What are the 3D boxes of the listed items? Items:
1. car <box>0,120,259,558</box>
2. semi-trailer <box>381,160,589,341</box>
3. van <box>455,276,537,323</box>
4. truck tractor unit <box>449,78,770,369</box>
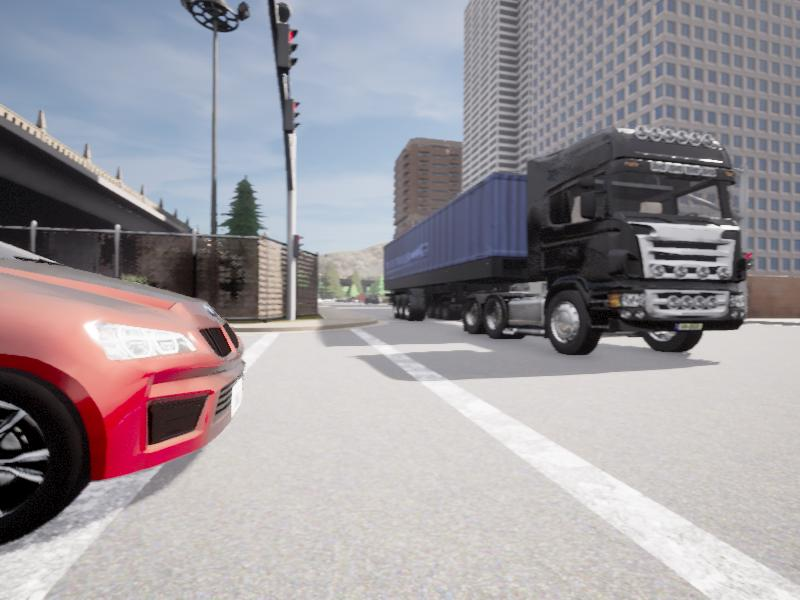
[{"bbox_3d":[-3.343,0.138,2.231,4.611,1.667,2.242,0,0,-14],"label":"car"},{"bbox_3d":[1.897,-1.237,17.002,2.717,4.402,14.254,0,0,-14],"label":"semi-trailer"},{"bbox_3d":[4.577,-0.029,19.911,2.069,2.038,4.480,0,0,-16],"label":"van"},{"bbox_3d":[3.746,-1.095,9.306,3.053,4.208,6.516,0,0,-13],"label":"truck tractor unit"}]
